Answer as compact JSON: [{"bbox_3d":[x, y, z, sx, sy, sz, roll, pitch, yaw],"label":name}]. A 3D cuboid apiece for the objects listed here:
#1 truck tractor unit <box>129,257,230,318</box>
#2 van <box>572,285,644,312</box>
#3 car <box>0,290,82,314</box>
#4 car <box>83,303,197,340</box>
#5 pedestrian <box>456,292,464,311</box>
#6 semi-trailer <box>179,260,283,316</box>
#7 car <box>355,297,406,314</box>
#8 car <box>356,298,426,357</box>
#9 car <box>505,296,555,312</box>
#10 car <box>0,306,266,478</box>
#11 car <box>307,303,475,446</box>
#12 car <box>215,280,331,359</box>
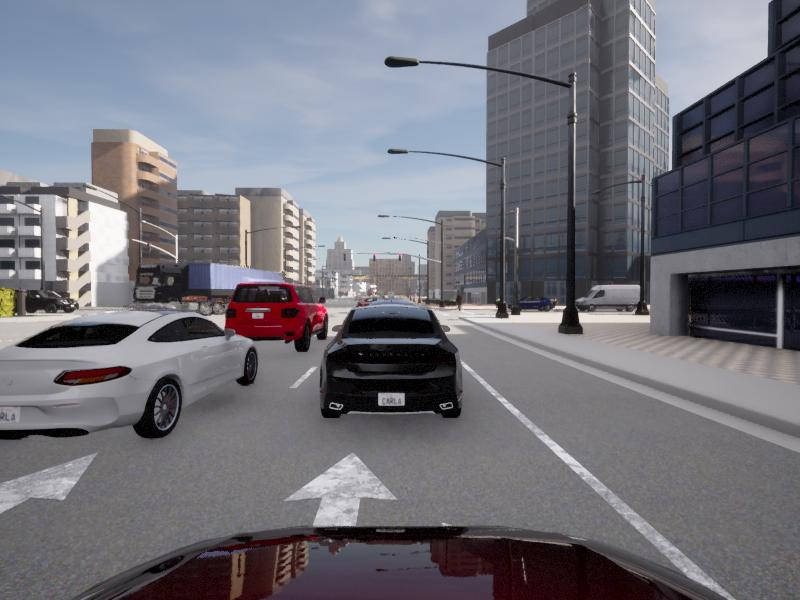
[{"bbox_3d":[-16.829,-0.880,31.115,3.053,4.208,6.516,0,1,19],"label":"truck tractor unit"},{"bbox_3d":[19.906,-0.155,38.479,5.915,2.561,1.988,0,1,-1],"label":"van"},{"bbox_3d":[-30.852,0.145,34.241,5.566,2.045,2.150,0,1,-1],"label":"car"},{"bbox_3d":[-10.886,0.813,17.275,1.895,1.301,4.718,0,1,-1],"label":"car"},{"bbox_3d":[5.889,0.138,39.487,0.751,1.860,0.751,0,1,7],"label":"pedestrian"},{"bbox_3d":[-15.534,-1.097,38.882,2.717,4.402,14.254,1,1,6],"label":"semi-trailer"},{"bbox_3d":[-1.674,0.442,35.333,4.193,1.474,1.816,0,1,8],"label":"car"},{"bbox_3d":[-0.289,0.737,13.310,1.882,1.535,5.008,0,1,-1],"label":"car"},{"bbox_3d":[12.427,0.376,38.379,4.193,1.474,1.816,0,1,-1],"label":"car"},{"bbox_3d":[-3.631,0.861,5.908,1.812,1.442,4.674,0,0,-1],"label":"car"},{"bbox_3d":[-0.149,0.835,6.827,1.837,1.490,4.892,0,0,-1],"label":"car"},{"bbox_3d":[-3.796,0.479,13.206,2.150,2.045,5.566,0,1,-1],"label":"car"}]
